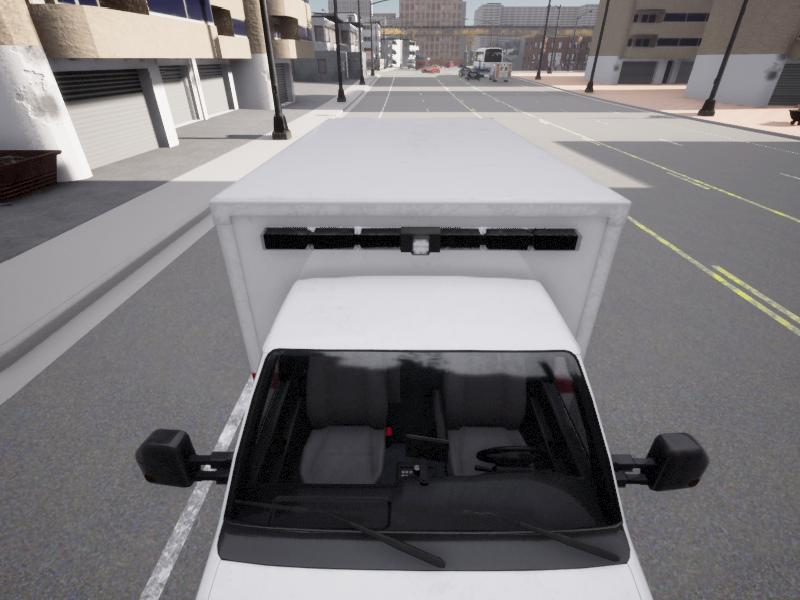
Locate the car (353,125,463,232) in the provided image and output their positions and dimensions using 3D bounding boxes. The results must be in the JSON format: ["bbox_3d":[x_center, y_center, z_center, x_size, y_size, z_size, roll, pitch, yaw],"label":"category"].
[{"bbox_3d":[0.183,-3.330,10.226,2.128,1.511,4.902,0,30,0],"label":"car"}]

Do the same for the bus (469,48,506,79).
[{"bbox_3d":[14.675,-40.329,67.956,3.944,4.253,10.273,0,32,0],"label":"bus"}]

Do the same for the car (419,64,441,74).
[{"bbox_3d":[6.056,-46.517,80.605,2.242,1.667,4.611,19,36,28],"label":"car"}]

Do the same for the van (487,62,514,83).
[{"bbox_3d":[14.700,-33.726,59.163,2.351,2.431,6.366,0,32,0],"label":"van"}]

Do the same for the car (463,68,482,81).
[{"bbox_3d":[11.226,-35.004,62.116,2.128,1.511,4.902,0,32,0],"label":"car"}]

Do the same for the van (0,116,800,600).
[{"bbox_3d":[0.110,0.010,3.603,2.351,2.431,6.366,0,30,0],"label":"van"}]
